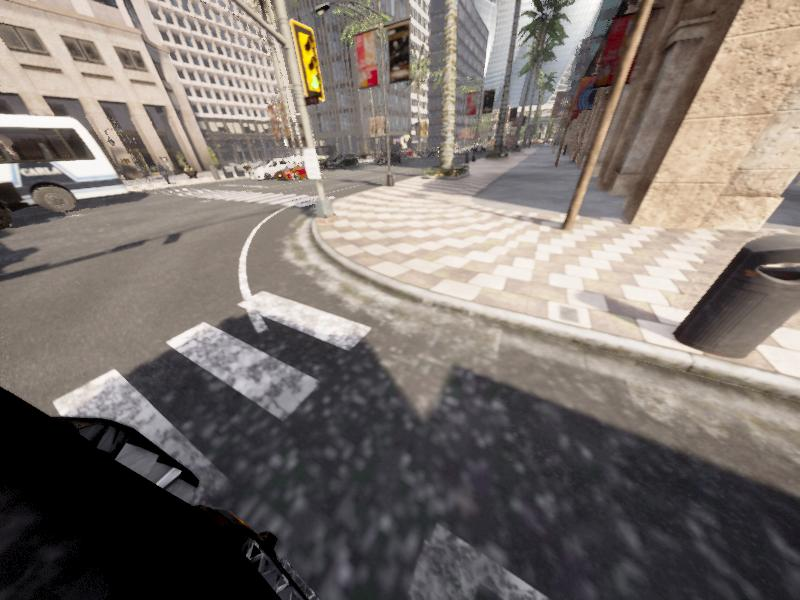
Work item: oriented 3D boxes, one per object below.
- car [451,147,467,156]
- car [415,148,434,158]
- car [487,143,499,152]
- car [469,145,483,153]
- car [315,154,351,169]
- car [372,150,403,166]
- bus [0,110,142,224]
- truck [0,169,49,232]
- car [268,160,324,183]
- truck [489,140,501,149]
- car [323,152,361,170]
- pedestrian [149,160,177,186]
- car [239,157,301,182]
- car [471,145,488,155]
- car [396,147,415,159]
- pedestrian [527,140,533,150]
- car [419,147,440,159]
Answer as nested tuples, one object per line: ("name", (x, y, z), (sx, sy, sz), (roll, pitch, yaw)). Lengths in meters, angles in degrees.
("car", (12.219, -30.627, 47.681), (1.895, 1.301, 4.718), (14, 37, 24))
("car", (5.258, -31.475, 49.280), (2.038, 1.542, 4.974), (15, 38, 24))
("car", (24.038, -39.355, 59.571), (1.801, 1.575, 5.366), (15, 38, 24))
("car", (19.296, -38.352, 58.478), (2.038, 1.542, 4.974), (15, 37, 24))
("car", (-9.375, -19.689, 32.826), (2.163, 1.488, 4.792), (15, 38, 24))
("car", (-1.616, -20.198, 32.806), (2.242, 1.667, 4.611), (15, 38, 25))
("bus", (-20.197, -5.692, 10.210), (3.944, 4.253, 10.273), (15, 38, 25))
("truck", (-18.174, -2.969, 7.912), (2.390, 2.098, 6.274), (15, 38, 25))
("car", (-9.394, -11.884, 21.236), (1.994, 1.385, 4.181), (15, 38, 25))
("truck", (32.189, -52.667, 78.067), (2.627, 2.467, 5.204), (15, 38, 24))
("car", (-7.455, -18.159, 30.096), (2.097, 1.767, 4.553), (15, 38, 25))
("pedestrian", (-20.386, -10.933, 19.910), (0.751, 1.860, 0.751), (-15, 35, -17))
("car", (-12.483, -12.817, 22.600), (2.242, 1.667, 4.611), (15, 38, 25))
("car", (16.664, -31.375, 48.259), (2.128, 1.511, 4.902), (15, 37, 24))
("car", (1.215, -30.880, 48.479), (2.185, 1.767, 4.553), (15, 38, 24))
("pedestrian", (28.869, -34.475, 51.314), (0.751, 1.860, 0.751), (12, 37, 21))
("car", (5.603, -27.776, 43.629), (2.033, 1.649, 4.856), (15, 38, 25))
